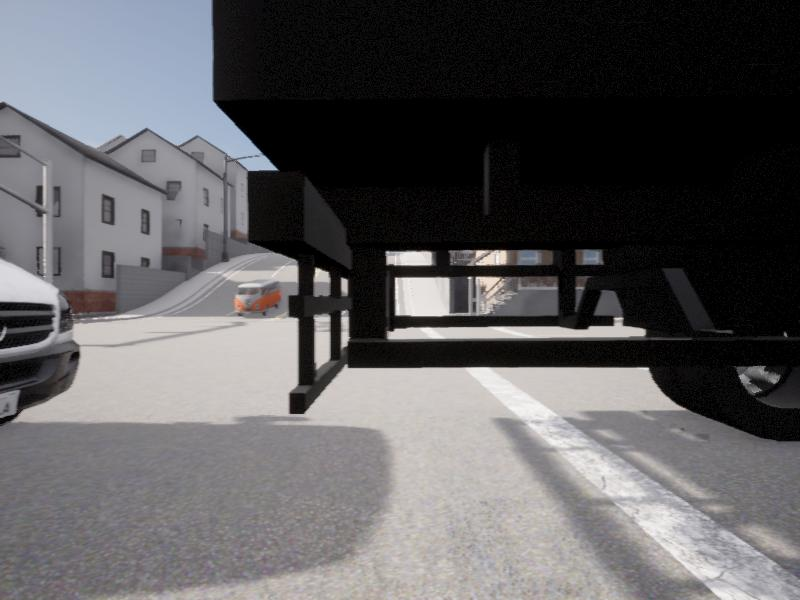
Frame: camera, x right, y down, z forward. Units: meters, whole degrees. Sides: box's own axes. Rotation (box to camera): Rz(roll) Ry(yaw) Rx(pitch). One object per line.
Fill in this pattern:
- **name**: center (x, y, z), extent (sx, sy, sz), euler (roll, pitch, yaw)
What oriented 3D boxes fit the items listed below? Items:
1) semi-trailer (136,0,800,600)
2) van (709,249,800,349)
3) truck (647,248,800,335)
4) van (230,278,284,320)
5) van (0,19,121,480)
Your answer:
- **semi-trailer**: center (6.541, -1.217, 2.229), extent (14.254, 4.402, 2.717), euler (0, 0, 0)
- **van**: center (10.147, -0.028, 9.203), extent (4.480, 2.038, 2.069), euler (0, 0, 0)
- **truck**: center (11.203, -0.243, 12.581), extent (5.204, 2.467, 2.627), euler (0, 0, 1)
- **van**: center (-8.846, -0.177, 25.146), extent (1.775, 1.987, 4.442), euler (0, 9, -1)
- **van**: center (-5.181, -0.278, 2.195), extent (5.915, 2.561, 1.988), euler (0, 0, 0)
